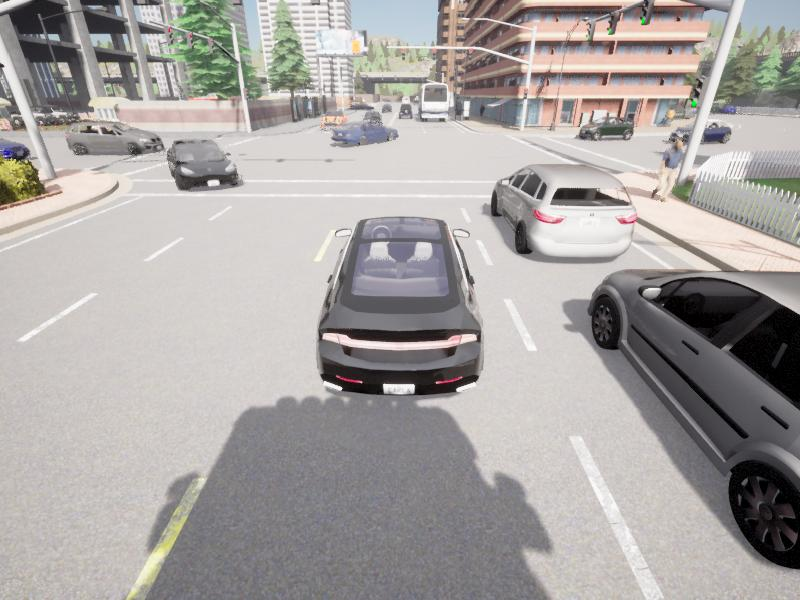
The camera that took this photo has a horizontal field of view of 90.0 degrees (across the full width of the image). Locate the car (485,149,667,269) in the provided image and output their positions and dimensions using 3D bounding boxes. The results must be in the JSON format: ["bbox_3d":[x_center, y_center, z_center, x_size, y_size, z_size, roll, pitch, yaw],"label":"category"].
[{"bbox_3d":[3.607,-2.399,9.471,2.242,1.667,4.611,1,27,1],"label":"car"}]

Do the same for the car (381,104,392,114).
[{"bbox_3d":[-2.408,-35.154,73.487,1.837,1.490,4.892,0,27,1],"label":"car"}]

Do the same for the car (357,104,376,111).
[{"bbox_3d":[-7.099,-40.484,84.090,1.895,1.301,4.718,-15,31,-27],"label":"car"}]

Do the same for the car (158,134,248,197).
[{"bbox_3d":[-7.636,-5.289,15.287,2.163,1.488,4.792,-16,32,-28],"label":"car"}]

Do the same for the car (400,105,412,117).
[{"bbox_3d":[0.932,-29.951,63.303,1.801,1.575,5.366,0,27,1],"label":"car"}]

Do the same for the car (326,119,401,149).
[{"bbox_3d":[-2.357,-11.485,27.454,2.033,1.411,5.357,19,33,32],"label":"car"}]

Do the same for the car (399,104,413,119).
[{"bbox_3d":[0.821,-26.460,56.117,1.905,1.878,3.866,0,27,1],"label":"car"}]

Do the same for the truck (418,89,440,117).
[{"bbox_3d":[4.447,-31.281,63.387,2.891,3.827,8.468,0,27,1],"label":"truck"}]

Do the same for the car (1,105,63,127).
[{"bbox_3d":[-36.855,-18.476,40.154,3.866,1.878,1.905,0,27,1],"label":"car"}]

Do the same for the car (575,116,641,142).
[{"bbox_3d":[15.050,-12.480,29.121,3.705,1.549,1.789,-5,28,-10],"label":"car"}]

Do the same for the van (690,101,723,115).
[{"bbox_3d":[51.573,-32.396,67.448,1.775,1.987,4.442,1,27,1],"label":"van"}]

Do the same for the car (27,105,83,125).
[{"bbox_3d":[-36.818,-19.819,42.770,3.866,1.878,1.905,0,27,1],"label":"car"}]

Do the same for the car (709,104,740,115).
[{"bbox_3d":[55.082,-32.378,67.964,1.816,1.474,4.193,1,27,1],"label":"car"}]

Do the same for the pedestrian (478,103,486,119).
[{"bbox_3d":[10.602,-24.386,51.723,0.751,1.860,0.751,1,27,1],"label":"pedestrian"}]

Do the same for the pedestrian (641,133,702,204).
[{"bbox_3d":[7.839,-3.809,11.623,0.751,1.860,0.751,1,27,2],"label":"pedestrian"}]

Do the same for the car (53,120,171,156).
[{"bbox_3d":[-15.854,-9.048,22.311,4.611,1.667,2.242,0,27,0],"label":"car"}]

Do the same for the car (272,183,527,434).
[{"bbox_3d":[0.025,-0.455,5.857,2.128,1.511,4.902,0,27,1],"label":"car"}]

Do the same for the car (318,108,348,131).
[{"bbox_3d":[-6.452,-17.659,39.075,2.097,1.767,4.553,0,27,1],"label":"car"}]

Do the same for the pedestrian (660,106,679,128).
[{"bbox_3d":[25.316,-17.176,37.546,0.751,1.860,0.751,-10,29,-18],"label":"pedestrian"}]

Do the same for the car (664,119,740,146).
[{"bbox_3d":[20.353,-11.373,27.047,3.806,1.475,1.970,-9,29,-18],"label":"car"}]

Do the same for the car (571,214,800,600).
[{"bbox_3d":[3.496,0.483,3.924,1.851,1.617,3.988,0,27,1],"label":"car"}]

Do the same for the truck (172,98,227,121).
[{"bbox_3d":[-25.063,-23.994,50.335,5.204,2.467,2.615,0,27,1],"label":"truck"}]

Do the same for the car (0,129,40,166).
[{"bbox_3d":[-20.445,-7.357,19.230,4.193,1.474,1.816,0,27,0],"label":"car"}]

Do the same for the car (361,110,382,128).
[{"bbox_3d":[-2.900,-19.097,42.207,1.837,1.490,4.892,0,27,1],"label":"car"}]

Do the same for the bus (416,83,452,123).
[{"bbox_3d":[4.142,-25.663,51.983,3.944,4.253,10.273,0,27,1],"label":"bus"}]

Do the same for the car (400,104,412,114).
[{"bbox_3d":[1.047,-33.698,70.550,2.038,1.542,4.974,0,27,1],"label":"car"}]
